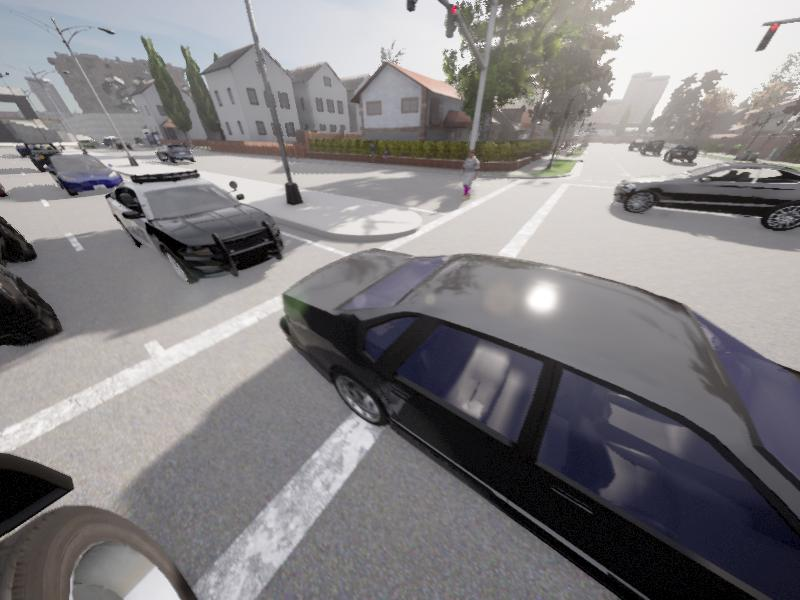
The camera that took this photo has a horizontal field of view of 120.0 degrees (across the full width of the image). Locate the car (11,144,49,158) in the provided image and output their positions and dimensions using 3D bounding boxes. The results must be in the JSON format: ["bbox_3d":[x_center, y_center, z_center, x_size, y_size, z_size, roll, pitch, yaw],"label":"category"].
[{"bbox_3d":[-45.495,-18.342,28.416,4.718,1.301,1.895,22,41,28],"label":"car"}]

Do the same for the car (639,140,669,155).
[{"bbox_3d":[43.411,-26.233,39.698,2.150,2.045,5.566,22,40,27],"label":"car"}]

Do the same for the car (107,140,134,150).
[{"bbox_3d":[-54.048,-30.003,44.676,4.974,1.542,2.038,22,41,28],"label":"car"}]

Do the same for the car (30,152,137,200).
[{"bbox_3d":[-15.529,-6.234,11.330,4.792,1.488,2.163,22,41,28],"label":"car"}]

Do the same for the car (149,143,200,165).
[{"bbox_3d":[-22.955,-14.935,23.484,4.856,1.649,2.033,22,41,28],"label":"car"}]

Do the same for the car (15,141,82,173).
[{"bbox_3d":[-26.662,-10.926,17.539,3.866,1.878,1.905,22,41,28],"label":"car"}]

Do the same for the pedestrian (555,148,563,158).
[{"bbox_3d":[19.965,-18.469,29.018,0.500,1.100,0.500,23,41,29],"label":"pedestrian"}]

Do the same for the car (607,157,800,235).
[{"bbox_3d":[10.644,-3.731,7.879,5.027,1.651,2.152,22,41,28],"label":"car"}]

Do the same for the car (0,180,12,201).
[{"bbox_3d":[-18.897,-5.092,9.780,4.181,1.385,1.994,22,41,27],"label":"car"}]

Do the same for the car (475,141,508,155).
[{"bbox_3d":[12.940,-21.595,32.767,3.806,1.475,1.970,22,41,28],"label":"car"}]

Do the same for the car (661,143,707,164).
[{"bbox_3d":[32.275,-16.872,26.473,1.932,1.855,4.605,22,40,27],"label":"car"}]

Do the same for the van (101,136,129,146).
[{"bbox_3d":[-78.201,-43.708,63.477,2.069,2.038,4.480,-5,36,-7],"label":"van"}]

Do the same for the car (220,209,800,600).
[{"bbox_3d":[1.228,0.620,1.829,5.357,1.411,2.033,22,41,28],"label":"car"}]

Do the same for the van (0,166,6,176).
[{"bbox_3d":[-28.986,-9.468,15.332,4.480,2.038,2.069,21,40,28],"label":"van"}]

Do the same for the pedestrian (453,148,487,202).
[{"bbox_3d":[2.895,-5.216,9.674,0.751,1.860,0.751,-23,42,-30],"label":"pedestrian"}]

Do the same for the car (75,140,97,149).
[{"bbox_3d":[-64.697,-32.068,47.524,4.514,1.525,2.007,25,42,31],"label":"car"}]

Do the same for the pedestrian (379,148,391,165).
[{"bbox_3d":[-1.309,-12.895,20.751,0.751,1.300,0.751,22,41,27],"label":"pedestrian"}]

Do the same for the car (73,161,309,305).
[{"bbox_3d":[-4.704,-1.918,5.164,5.238,1.638,1.930,22,41,27],"label":"car"}]

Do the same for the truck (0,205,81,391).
[{"bbox_3d":[-7.227,-0.639,2.932,6.274,2.098,2.390,22,41,28],"label":"truck"}]

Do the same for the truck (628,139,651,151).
[{"bbox_3d":[54.065,-35.174,52.366,2.390,2.098,6.274,22,41,27],"label":"truck"}]

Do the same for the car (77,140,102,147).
[{"bbox_3d":[-74.016,-37.493,55.241,2.033,1.411,5.357,-20,40,-27],"label":"car"}]

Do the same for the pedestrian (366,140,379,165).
[{"bbox_3d":[-2.469,-13.423,21.004,0.751,1.860,0.751,28,43,33],"label":"pedestrian"}]
